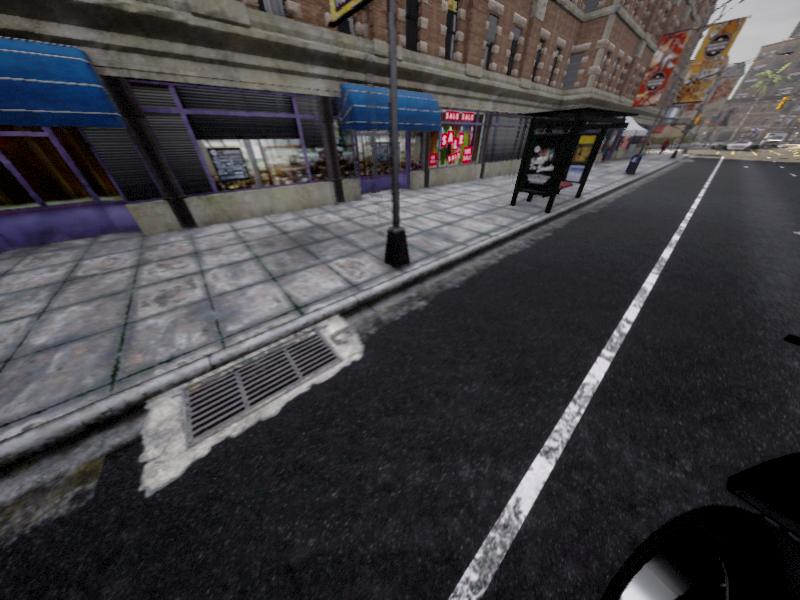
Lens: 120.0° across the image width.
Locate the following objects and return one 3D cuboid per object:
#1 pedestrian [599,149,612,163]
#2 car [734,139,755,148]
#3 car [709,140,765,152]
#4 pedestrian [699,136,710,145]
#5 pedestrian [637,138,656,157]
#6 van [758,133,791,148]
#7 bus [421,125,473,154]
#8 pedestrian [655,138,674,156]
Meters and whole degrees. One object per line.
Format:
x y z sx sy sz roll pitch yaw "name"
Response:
20.061 -14.106 22.584 0.500 1.100 0.500 -28 43 -34 "pedestrian"
73.961 -33.646 49.651 5.357 1.411 2.033 -26 42 -32 "car"
55.584 -25.563 38.278 2.038 1.542 4.974 -27 42 -32 "car"
78.703 -41.205 59.700 0.751 1.860 0.751 -20 39 -25 "pedestrian"
30.134 -18.666 28.272 0.751 1.860 0.751 -22 40 -28 "pedestrian"
76.564 -32.737 47.388 6.366 2.431 2.351 -26 42 -32 "van"
9.259 -31.583 45.461 10.273 4.253 3.944 -26 42 -32 "bus"
33.085 -19.163 28.929 0.751 1.860 0.751 -23 41 -29 "pedestrian"
